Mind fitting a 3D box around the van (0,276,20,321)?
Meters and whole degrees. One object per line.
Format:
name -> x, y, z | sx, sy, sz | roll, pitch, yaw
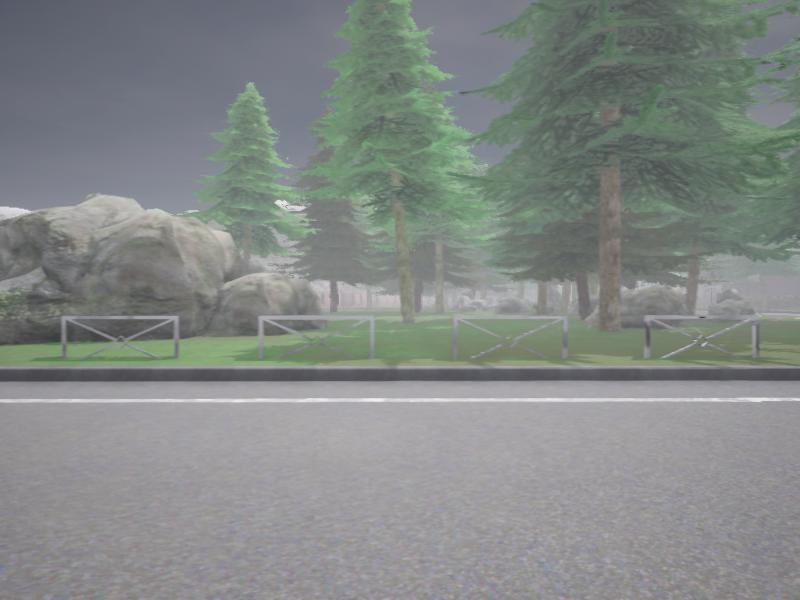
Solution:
van -> -23.701, -0.081, 20.953 | 1.988, 2.561, 5.915 | 0, 0, 0
